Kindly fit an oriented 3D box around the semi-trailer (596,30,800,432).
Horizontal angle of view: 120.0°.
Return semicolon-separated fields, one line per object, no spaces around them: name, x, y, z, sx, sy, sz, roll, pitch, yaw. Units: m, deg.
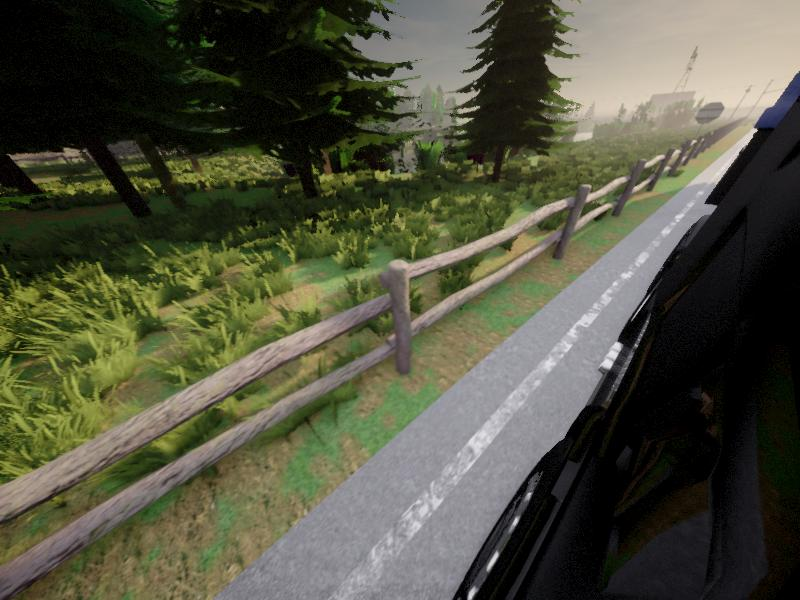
semi-trailer;8.785;-3.543;4.142;14.254;4.402;2.717;-27;43;-29

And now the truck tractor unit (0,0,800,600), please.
truck tractor unit;2.645;-0.295;0.351;6.516;4.208;3.053;-28;44;-30

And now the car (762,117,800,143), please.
car;32.727;-14.364;19.451;3.988;1.617;1.851;-27;43;-29
